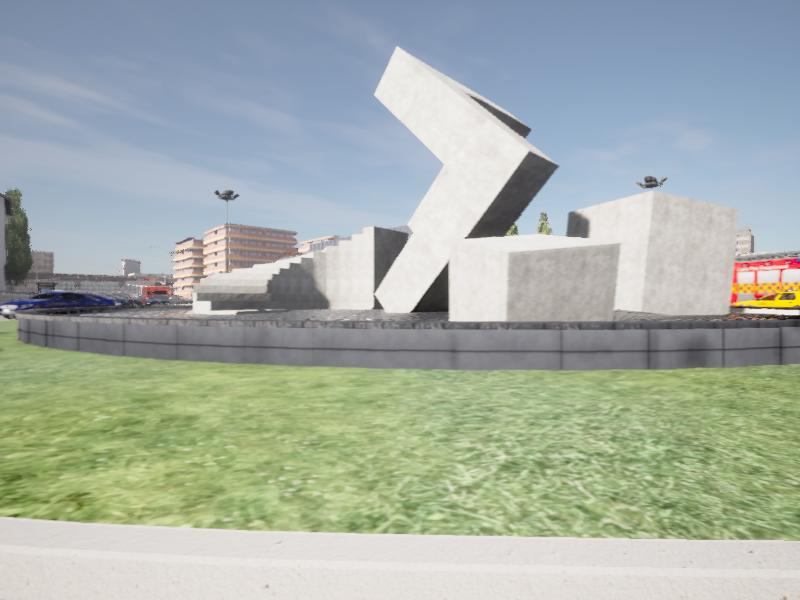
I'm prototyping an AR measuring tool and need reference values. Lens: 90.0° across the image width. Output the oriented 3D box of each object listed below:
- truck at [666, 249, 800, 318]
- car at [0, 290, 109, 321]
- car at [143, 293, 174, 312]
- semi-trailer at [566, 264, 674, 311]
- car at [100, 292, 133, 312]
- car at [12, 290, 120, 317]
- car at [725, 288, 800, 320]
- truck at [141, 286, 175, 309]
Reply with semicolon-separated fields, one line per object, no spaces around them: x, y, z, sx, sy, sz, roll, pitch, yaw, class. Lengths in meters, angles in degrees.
22.615;-0.914;26.537;2.891;3.827;8.468;0;0;-15;truck
-18.413;0.267;21.392;1.812;1.442;4.674;0;0;9;car
-21.104;0.221;35.112;2.038;1.542;4.974;0;0;-28;car
23.507;-1.215;42.192;14.254;4.402;2.717;0;0;-28;semi-trailer
-25.690;0.174;36.425;2.033;1.649;4.856;0;0;-30;car
-21.029;0.220;25.526;1.882;1.535;5.008;0;0;20;car
20.421;0.206;21.166;1.801;1.575;5.366;0;0;-5;car
-27.011;-0.240;44.622;2.627;2.467;5.204;0;0;-38;truck
